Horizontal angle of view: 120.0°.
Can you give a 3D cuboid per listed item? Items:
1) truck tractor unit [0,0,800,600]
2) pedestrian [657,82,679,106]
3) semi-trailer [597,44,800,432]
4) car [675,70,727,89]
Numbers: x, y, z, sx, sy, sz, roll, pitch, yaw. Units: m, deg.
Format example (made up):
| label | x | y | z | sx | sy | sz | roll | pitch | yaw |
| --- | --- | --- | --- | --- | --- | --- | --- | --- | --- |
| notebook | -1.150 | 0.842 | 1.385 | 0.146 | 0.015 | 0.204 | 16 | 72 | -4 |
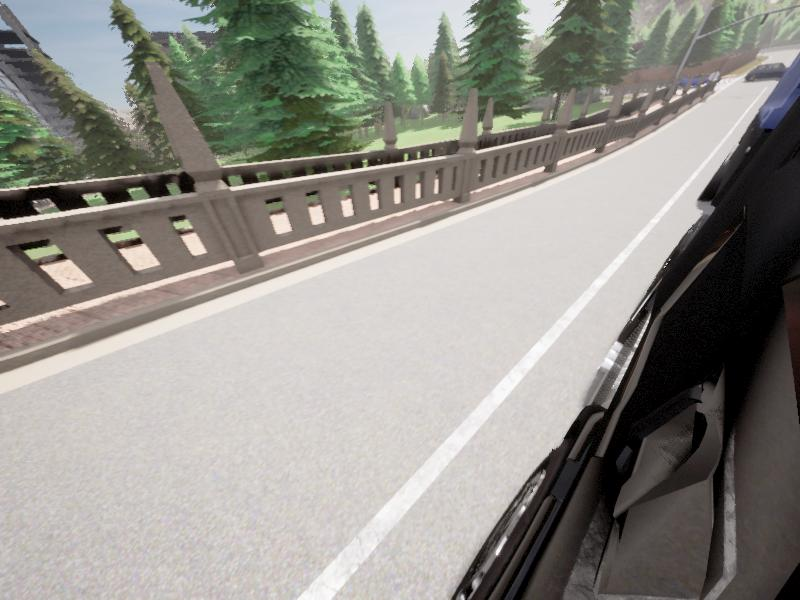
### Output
| label | x | y | z | sx | sy | sz | roll | pitch | yaw |
| --- | --- | --- | --- | --- | --- | --- | --- | --- | --- |
| truck tractor unit | 2.645 | -0.295 | 0.352 | 6.516 | 4.208 | 3.053 | -28 | 44 | -30 |
| pedestrian | 29.279 | -22.518 | 25.279 | 0.751 | 1.860 | 0.751 | -32 | 46 | -24 |
| semi-trailer | 8.681 | -3.662 | 4.177 | 14.254 | 4.402 | 2.717 | -29 | 44 | -29 |
| car | 46.605 | -34.212 | 35.879 | 2.007 | 1.525 | 4.514 | -35 | 47 | -26 |
